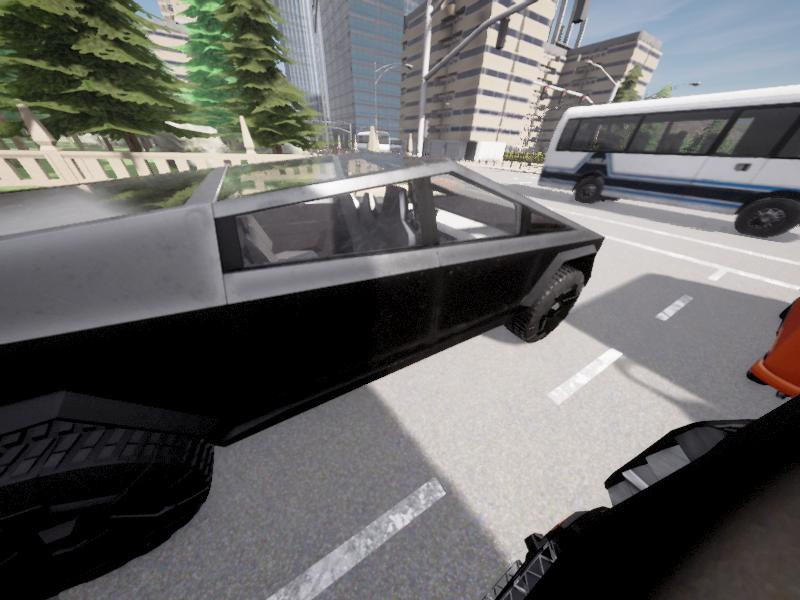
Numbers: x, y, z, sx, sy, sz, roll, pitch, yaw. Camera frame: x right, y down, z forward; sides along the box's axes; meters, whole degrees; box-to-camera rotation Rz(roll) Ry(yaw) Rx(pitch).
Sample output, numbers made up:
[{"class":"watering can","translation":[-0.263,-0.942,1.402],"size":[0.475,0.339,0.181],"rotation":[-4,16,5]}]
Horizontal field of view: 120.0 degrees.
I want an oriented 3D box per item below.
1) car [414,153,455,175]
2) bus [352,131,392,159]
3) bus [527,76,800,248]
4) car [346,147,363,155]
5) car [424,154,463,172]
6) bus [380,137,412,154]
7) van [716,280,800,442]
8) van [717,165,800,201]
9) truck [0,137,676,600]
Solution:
[{"class":"car","translation":[3.366,-13.747,23.301],"size":[1.851,1.617,3.988],"rotation":[-16,38,-26]},{"class":"bus","translation":[-5.886,-31.748,47.255],"size":[3.944,4.253,10.273],"rotation":[-16,38,-26]},{"class":"bus","translation":[12.034,-6.083,10.041],"size":[3.944,4.253,10.273],"rotation":[-15,37,-24]},{"class":"car","translation":[-10.950,-35.736,55.344],"size":[2.128,1.511,4.902],"rotation":[-16,38,-26]},{"class":"car","translation":[4.910,-16.027,26.975],"size":[1.812,1.442,4.674],"rotation":[-16,38,-26]},{"class":"bus","translation":[-1.500,-53.650,80.291],"size":[10.273,4.253,3.944],"rotation":[-16,38,-25]},{"class":"van","translation":[5.896,0.130,2.330],"size":[4.442,1.987,1.775],"rotation":[-16,38,-26]},{"class":"van","translation":[26.086,-8.360,16.485],"size":[4.442,1.987,1.775],"rotation":[-6,35,-13]},{"class":"truck","translation":[-0.487,-0.324,2.459],"size":[6.274,2.098,2.390],"rotation":[-16,38,-26]}]
